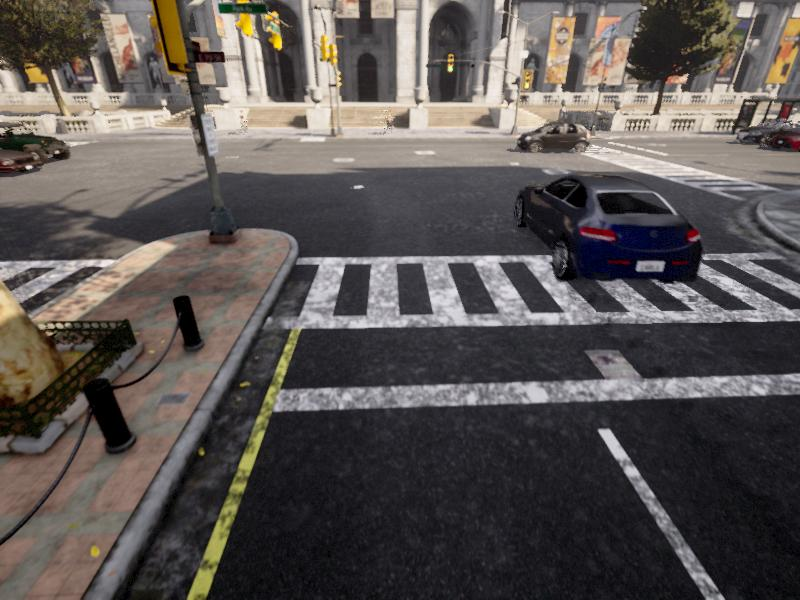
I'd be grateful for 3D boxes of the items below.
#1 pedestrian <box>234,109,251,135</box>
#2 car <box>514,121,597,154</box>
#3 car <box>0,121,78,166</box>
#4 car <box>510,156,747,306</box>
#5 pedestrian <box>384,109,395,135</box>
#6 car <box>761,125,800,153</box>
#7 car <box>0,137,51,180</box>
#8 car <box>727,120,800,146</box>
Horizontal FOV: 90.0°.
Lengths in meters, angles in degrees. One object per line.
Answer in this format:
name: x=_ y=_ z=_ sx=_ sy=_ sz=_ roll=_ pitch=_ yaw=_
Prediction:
pedestrian: x=-12.606 y=-14.254 z=32.059 sx=0.751 sy=1.860 sz=0.751 roll=-1 pitch=27 yaw=-2
car: x=9.078 y=-9.634 z=23.701 sx=3.988 sy=1.617 sz=1.851 roll=-1 pitch=27 yaw=-2
car: x=-18.833 y=-7.745 z=19.704 sx=3.866 sy=1.878 sz=1.905 roll=-1 pitch=27 yaw=-2
car: x=3.997 y=-1.796 z=8.380 sx=2.152 sy=1.651 sz=5.027 roll=1 pitch=27 yaw=2
pedestrian: x=-0.819 y=-14.310 z=32.169 sx=0.751 sy=1.860 sz=0.751 roll=-5 pitch=28 yaw=-10
car: x=25.028 y=-9.772 z=24.230 sx=4.181 sy=1.385 sz=1.994 roll=-1 pitch=27 yaw=-2
car: x=-18.367 y=-5.934 z=16.711 sx=5.357 sy=1.411 sz=2.033 roll=-1 pitch=27 yaw=-2
car: x=25.824 y=-11.438 z=27.328 sx=4.902 sy=1.511 sz=2.128 roll=-1 pitch=27 yaw=-2
